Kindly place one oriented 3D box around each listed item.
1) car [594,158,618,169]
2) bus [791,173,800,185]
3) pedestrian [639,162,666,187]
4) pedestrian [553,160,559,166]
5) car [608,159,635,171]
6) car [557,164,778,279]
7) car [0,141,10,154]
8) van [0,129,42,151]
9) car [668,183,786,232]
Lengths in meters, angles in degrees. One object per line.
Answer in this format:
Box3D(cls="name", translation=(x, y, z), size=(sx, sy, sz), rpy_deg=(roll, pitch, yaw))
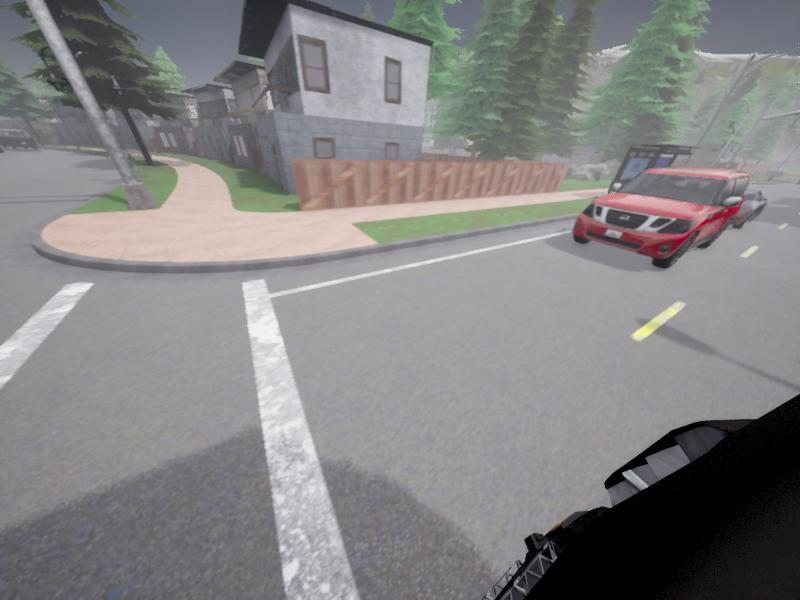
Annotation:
Box3D(cls="car", translation=(41.870, -27.709, 46.966), size=(3.866, 1.878, 1.905), rpy_deg=(-17, 38, -27))
Box3D(cls="bus", translation=(64.998, -19.727, 34.814), size=(10.273, 4.253, 3.944), rpy_deg=(-16, 38, -26))
Box3D(cls="pedestrian", translation=(21.923, -10.913, 20.085), size=(0.751, 1.860, 0.751), rpy_deg=(-18, 39, -29))
Box3D(cls="pedestrian", translation=(34.599, -30.521, 51.287), size=(0.500, 1.100, 0.500), rpy_deg=(-12, 36, -21))
Box3D(cls="car", translation=(43.508, -26.578, 45.382), size=(4.605, 1.855, 1.932), rpy_deg=(-17, 38, -27))
Box3D(cls="car", translation=(7.497, -2.545, 6.519), size=(5.566, 2.045, 2.150), rpy_deg=(-16, 38, -26))
Box3D(cls="car", translation=(-39.161, -14.559, 21.505), size=(3.633, 1.501, 1.845), rpy_deg=(17, 36, 20))
Box3D(cls="van", translation=(-43.933, -18.217, 26.245), size=(4.442, 1.987, 1.775), rpy_deg=(15, 35, 17))
Box3D(cls="car", translation=(14.400, -4.231, 10.202), size=(4.181, 1.385, 1.994), rpy_deg=(-16, 38, -26))
